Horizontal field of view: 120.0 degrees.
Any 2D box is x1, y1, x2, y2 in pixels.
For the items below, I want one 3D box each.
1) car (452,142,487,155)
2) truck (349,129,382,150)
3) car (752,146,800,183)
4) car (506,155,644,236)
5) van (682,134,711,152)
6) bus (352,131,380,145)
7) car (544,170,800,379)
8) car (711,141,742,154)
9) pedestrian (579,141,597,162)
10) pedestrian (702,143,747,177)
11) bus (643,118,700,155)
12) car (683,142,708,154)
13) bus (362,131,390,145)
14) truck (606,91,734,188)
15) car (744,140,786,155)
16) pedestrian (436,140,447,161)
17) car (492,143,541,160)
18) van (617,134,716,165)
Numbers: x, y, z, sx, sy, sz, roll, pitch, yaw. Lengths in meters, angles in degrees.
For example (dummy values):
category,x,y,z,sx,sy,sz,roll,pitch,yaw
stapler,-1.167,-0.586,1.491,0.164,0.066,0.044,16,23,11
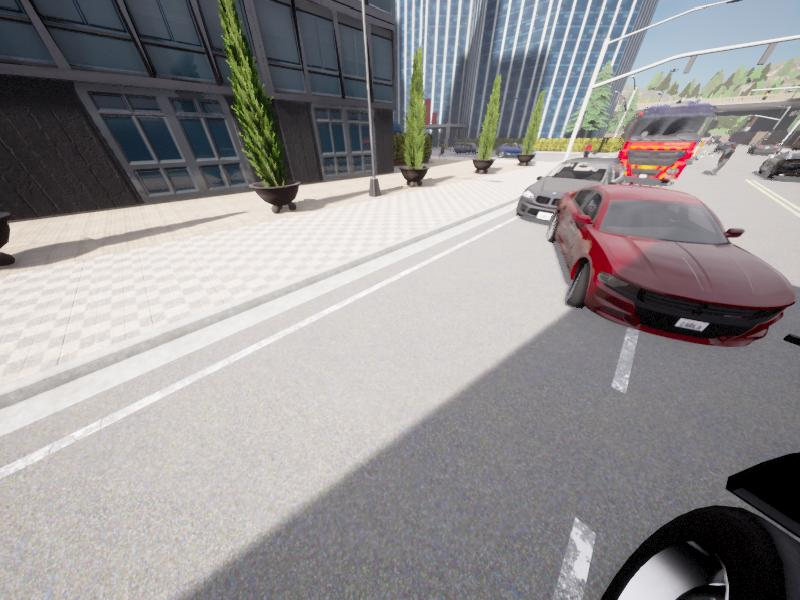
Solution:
category,x,y,z,sx,sy,sz,roll,pitch,yaw
car,10.952,-23.967,36.485,4.611,1.667,2.242,29,45,35
truck,-8.389,-38.445,55.375,8.468,3.827,2.891,29,44,35
car,25.167,-8.740,14.719,1.930,1.638,5.238,29,45,35
car,5.992,-3.813,7.860,4.611,1.667,2.242,-28,43,-34
van,51.695,-27.500,40.406,1.988,2.561,5.915,29,45,35
bus,-12.990,-62.567,89.369,3.944,4.253,10.273,30,45,35
car,4.251,-1.266,4.347,1.882,1.535,5.008,13,37,18
car,52.580,-24.727,37.346,2.128,1.511,4.902,29,45,35
pedestrian,20.336,-16.138,25.056,0.751,1.860,0.751,-30,45,-35
pedestrian,21.494,-9.311,15.330,0.751,1.860,0.751,-12,37,-17
bus,43.123,-25.943,36.775,3.944,4.253,10.273,29,45,35
car,46.251,-23.855,36.218,1.812,1.442,4.674,29,45,35
bus,-8.966,-62.251,88.885,3.944,4.253,10.273,30,45,35
truck,15.881,-9.846,14.478,2.891,3.827,8.468,25,42,31
car,53.314,-22.362,33.835,2.242,1.667,4.611,29,45,35
pedestrian,4.488,-16.034,24.776,0.751,1.860,0.751,20,40,27
car,14.741,-19.024,29.456,4.856,1.649,2.033,29,45,35
van,27.407,-15.994,24.338,2.351,2.431,6.366,-4,35,-5
